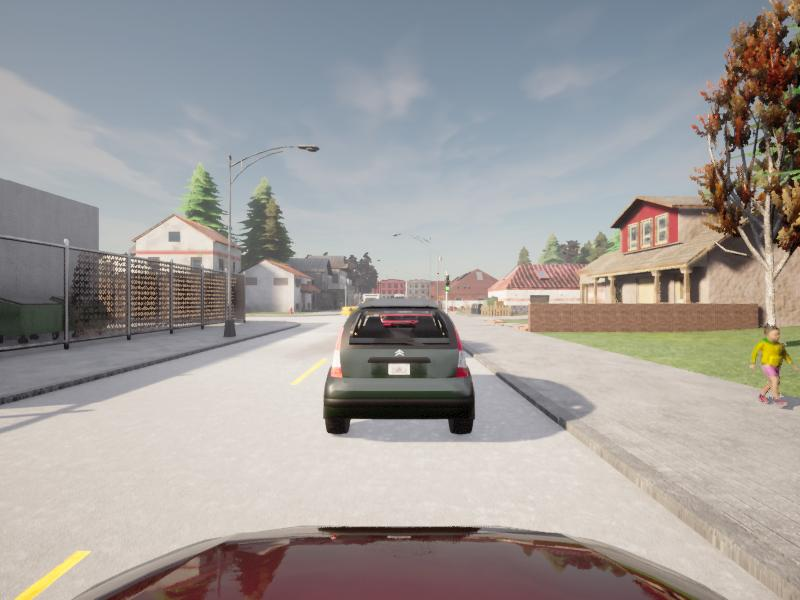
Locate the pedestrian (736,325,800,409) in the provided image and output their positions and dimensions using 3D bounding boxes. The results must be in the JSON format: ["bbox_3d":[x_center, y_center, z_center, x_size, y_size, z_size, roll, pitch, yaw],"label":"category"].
[{"bbox_3d":[5.181,0.913,5.624,0.500,1.100,0.500,0,0,0],"label":"pedestrian"}]

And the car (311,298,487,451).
[{"bbox_3d":[-0.005,0.788,6.219,1.851,1.617,3.988,0,0,0],"label":"car"}]

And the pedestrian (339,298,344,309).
[{"bbox_3d":[-9.391,0.533,64.409,0.751,1.860,0.751,0,0,-3],"label":"pedestrian"}]

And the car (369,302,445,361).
[{"bbox_3d":[0.127,0.828,12.723,2.007,1.525,4.514,0,0,-2],"label":"car"}]

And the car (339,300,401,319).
[{"bbox_3d":[-2.555,0.801,35.029,5.366,1.575,1.801,0,0,-38],"label":"car"}]

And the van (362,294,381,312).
[{"bbox_3d":[-4.044,0.377,57.411,2.351,2.431,6.366,0,0,0],"label":"van"}]

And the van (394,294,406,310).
[{"bbox_3d":[-0.046,0.323,68.274,1.988,2.561,5.915,0,0,0],"label":"van"}]
